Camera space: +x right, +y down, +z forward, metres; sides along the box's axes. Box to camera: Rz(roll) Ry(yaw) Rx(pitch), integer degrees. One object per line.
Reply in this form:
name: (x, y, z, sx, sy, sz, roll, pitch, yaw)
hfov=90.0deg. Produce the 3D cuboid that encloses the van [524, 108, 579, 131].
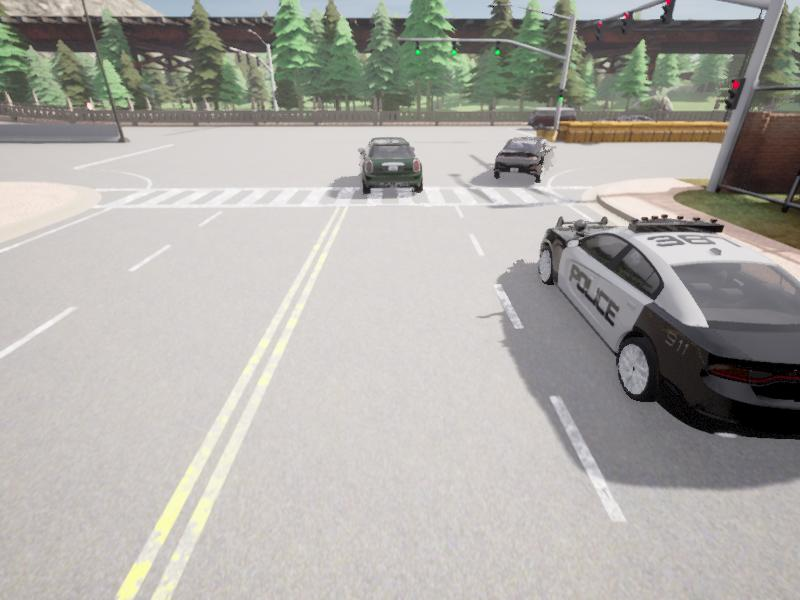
van: (14.811, -17.798, 39.355, 4.442, 1.987, 1.775, -1, 27, -2)

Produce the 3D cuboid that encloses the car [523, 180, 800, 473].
car: (3.500, -0.350, 5.564, 1.930, 1.638, 5.238, 0, 27, 0)

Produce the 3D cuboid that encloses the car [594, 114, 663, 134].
car: (20.753, -16.080, 36.513, 4.902, 1.511, 2.128, -1, 27, -2)

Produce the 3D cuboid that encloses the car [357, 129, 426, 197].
car: (-0.474, -5.304, 15.095, 2.097, 1.767, 4.553, -3, 27, -6)

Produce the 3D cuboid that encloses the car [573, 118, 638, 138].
car: (17.003, -14.370, 33.320, 4.181, 1.385, 1.994, -1, 27, -2)

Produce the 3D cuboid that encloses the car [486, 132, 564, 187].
car: (5.406, -6.107, 16.979, 2.128, 1.511, 4.902, 12, 29, 23)
